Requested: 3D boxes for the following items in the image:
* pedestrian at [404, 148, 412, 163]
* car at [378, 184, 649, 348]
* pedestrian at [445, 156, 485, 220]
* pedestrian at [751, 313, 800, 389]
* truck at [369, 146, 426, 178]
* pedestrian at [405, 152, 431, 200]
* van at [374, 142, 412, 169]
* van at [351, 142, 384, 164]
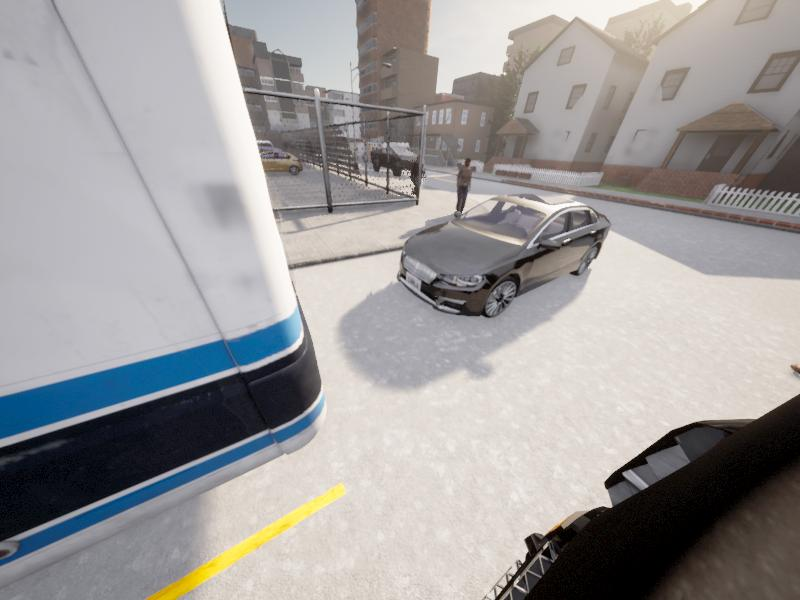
[{"bbox_3d":[1.195,-21.323,34.186,0.751,1.860,0.751,-11,36,-20],"label":"pedestrian"},{"bbox_3d":[2.250,-1.181,4.515,4.902,1.511,2.128,-18,39,-29],"label":"car"},{"bbox_3d":[2.147,-3.756,7.834,0.751,1.860,0.751,-2,34,-7],"label":"pedestrian"},{"bbox_3d":[5.118,0.209,2.280,0.751,1.860,0.751,11,34,12],"label":"pedestrian"},{"bbox_3d":[-0.466,-12.826,21.296,2.390,2.098,6.274,-16,38,-25],"label":"truck"},{"bbox_3d":[0.797,-5.714,10.677,0.751,1.860,0.751,-17,38,-27],"label":"pedestrian"},{"bbox_3d":[-1.017,-18.115,28.813,1.988,2.561,5.915,-16,38,-26],"label":"van"},{"bbox_3d":[-4.991,-22.130,34.653,2.351,2.431,6.366,-16,38,-26],"label":"van"}]
